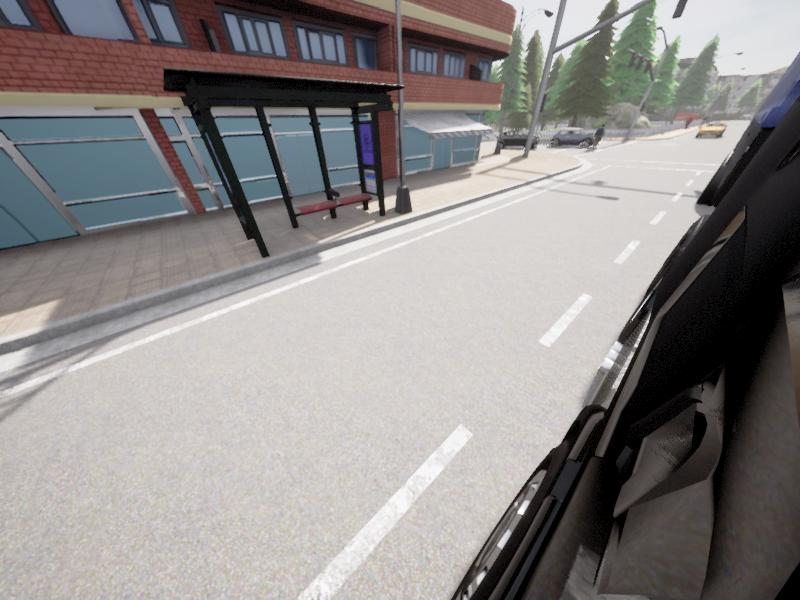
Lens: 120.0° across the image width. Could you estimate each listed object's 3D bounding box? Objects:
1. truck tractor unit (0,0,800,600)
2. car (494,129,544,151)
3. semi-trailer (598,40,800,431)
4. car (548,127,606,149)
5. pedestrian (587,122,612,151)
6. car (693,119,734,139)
[{"bbox_3d":[2.645,-0.295,0.351,6.516,4.208,3.053,-28,44,-30],"label":"truck tractor unit"},{"bbox_3d":[11.255,-15.275,22.042,3.705,1.549,1.789,23,44,31],"label":"car"},{"bbox_3d":[8.695,-3.600,4.241,14.254,4.402,2.717,-28,44,-30],"label":"semi-trailer"},{"bbox_3d":[16.582,-15.288,21.806,3.806,1.475,1.970,29,47,35],"label":"car"},{"bbox_3d":[16.141,-13.268,18.769,0.751,1.860,0.751,-28,44,-30],"label":"pedestrian"},{"bbox_3d":[35.624,-19.441,26.241,5.366,1.575,1.801,-27,43,-29],"label":"car"}]
